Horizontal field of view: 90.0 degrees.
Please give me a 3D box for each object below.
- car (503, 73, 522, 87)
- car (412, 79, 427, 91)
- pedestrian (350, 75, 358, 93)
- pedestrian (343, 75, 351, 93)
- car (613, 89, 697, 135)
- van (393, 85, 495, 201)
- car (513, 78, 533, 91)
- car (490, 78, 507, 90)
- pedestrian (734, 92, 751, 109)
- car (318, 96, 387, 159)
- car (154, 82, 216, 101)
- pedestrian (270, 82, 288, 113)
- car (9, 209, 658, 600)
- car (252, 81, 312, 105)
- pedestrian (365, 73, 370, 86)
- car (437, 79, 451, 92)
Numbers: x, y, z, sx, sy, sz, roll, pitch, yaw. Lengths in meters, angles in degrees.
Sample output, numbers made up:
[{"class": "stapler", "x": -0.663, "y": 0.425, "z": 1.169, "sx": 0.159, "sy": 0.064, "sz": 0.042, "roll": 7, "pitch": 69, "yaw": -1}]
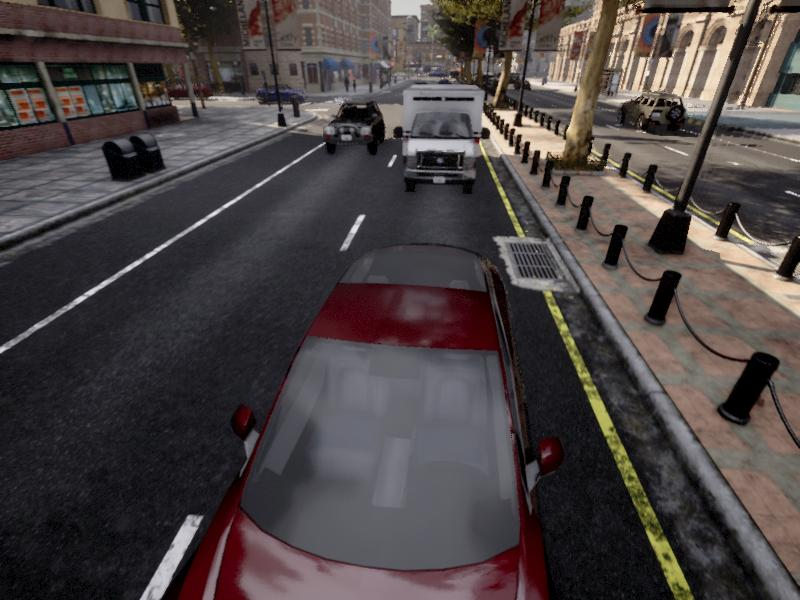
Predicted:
[{"class": "car", "x": 19.075, "y": -37.452, "z": 68.026, "sx": 2.150, "sy": 2.045, "sz": 5.566, "roll": 3, "pitch": 30, "yaw": 5}, {"class": "car", "x": 2.837, "y": -31.090, "z": 57.811, "sx": 1.895, "sy": 1.301, "sz": 4.718, "roll": 3, "pitch": 30, "yaw": 5}, {"class": "pedestrian", "x": -5.488, "y": -25.987, "z": 48.159, "sx": 0.751, "sy": 1.860, "sz": 0.751, "roll": 2, "pitch": 30, "yaw": 4}, {"class": "pedestrian", "x": -6.398, "y": -25.985, "z": 48.152, "sx": 0.751, "sy": 1.860, "sz": 0.751, "roll": -2, "pitch": 30, "yaw": -4}, {"class": "car", "x": 13.930, "y": -10.566, "z": 22.245, "sx": 1.932, "sy": 1.855, "sz": 4.605, "roll": 3, "pitch": 31, "yaw": 5}, {"class": "van", "x": 1.305, "y": -5.264, "z": 12.586, "sx": 2.351, "sy": 2.431, "sz": 6.366, "roll": 3, "pitch": 30, "yaw": 5}, {"class": "car", "x": 18.023, "y": -31.698, "z": 58.834, "sx": 1.970, "sy": 1.475, "sz": 3.806, "roll": 3, "pitch": 30, "yaw": 5}, {"class": "car", "x": 14.587, "y": -32.169, "z": 59.512, "sx": 1.837, "sy": 1.490, "sz": 4.892, "roll": 3, "pitch": 30, "yaw": 5}, {"class": "pedestrian", "x": 26.973, "y": -15.696, "z": 31.484, "sx": 0.500, "sy": 1.100, "sz": 0.500, "roll": -9, "pitch": 32, "yaw": -15}, {"class": "car", "x": -1.773, "y": -7.277, "z": 16.554, "sx": 1.932, "sy": 1.855, "sz": 4.605, "roll": 2, "pitch": 30, "yaw": 4}, {"class": "car", "x": -21.505, "y": -20.967, "z": 40.182, "sx": 5.008, "sy": 1.535, "sz": 1.882, "roll": 2, "pitch": 30, "yaw": 4}, {"class": "pedestrian", "x": -8.349, "y": -13.991, "z": 27.658, "sx": 0.751, "sy": 1.860, "sz": 0.751, "roll": 3, "pitch": 30, "yaw": 5}, {"class": "car", "x": 0.026, "y": 0.771, "z": 3.221, "sx": 2.163, "sy": 1.488, "sz": 4.792, "roll": 4, "pitch": 31, "yaw": 7}, {"class": "car", "x": -10.627, "y": -18.765, "z": 36.215, "sx": 4.553, "sy": 1.767, "sz": 2.097, "roll": 4, "pitch": 31, "yaw": 6}, {"class": "pedestrian", "x": -5.357, "y": -36.377, "z": 65.905, "sx": 0.751, "sy": 1.860, "sz": 0.751, "roll": 2, "pitch": 30, "yaw": 3}, {"class": "car", "x": 5.987, "y": -29.233, "z": 54.515, "sx": 1.812, "sy": 1.442, "sz": 4.674, "roll": 3, "pitch": 30, "yaw": 5}]
